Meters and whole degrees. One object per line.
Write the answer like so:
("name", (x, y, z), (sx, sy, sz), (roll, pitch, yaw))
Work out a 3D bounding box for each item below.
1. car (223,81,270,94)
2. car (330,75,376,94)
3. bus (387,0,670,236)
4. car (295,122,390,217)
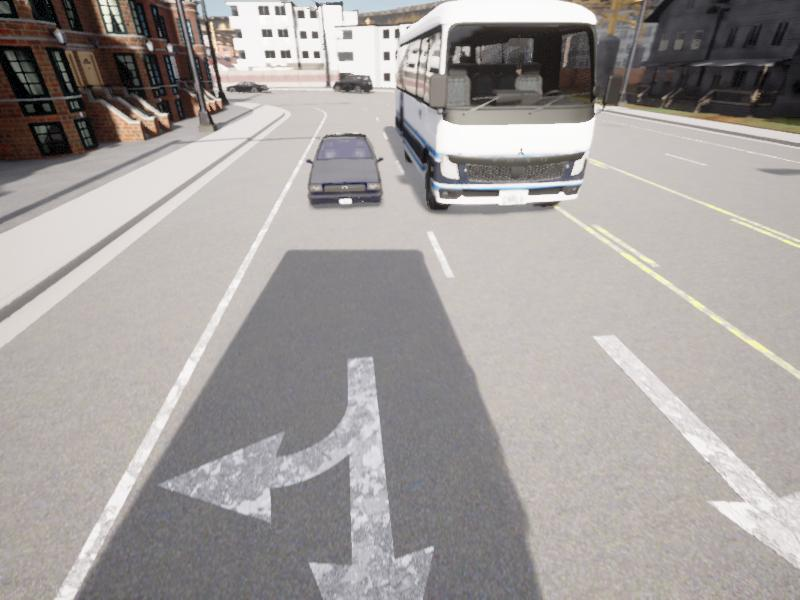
("car", (-20.323, -28.287, 53.158), (5.357, 1.411, 2.033), (4, 31, 7))
("car", (-6.077, -27.784, 51.508), (5.566, 2.045, 2.150), (17, 35, 27))
("bus", (1.990, -5.841, 11.745), (3.944, 4.253, 10.273), (-3, 30, -5))
("car", (-1.531, -3.963, 11.407), (2.033, 1.411, 5.357), (-3, 30, -5))
